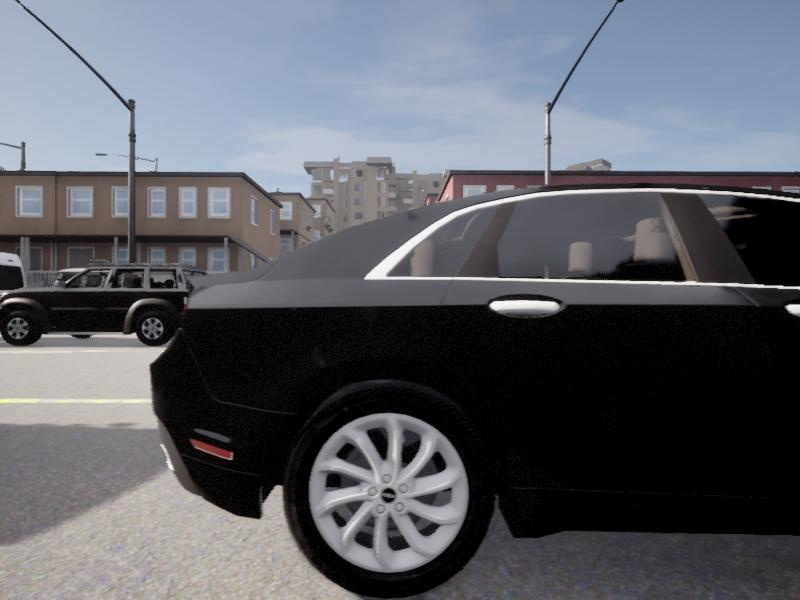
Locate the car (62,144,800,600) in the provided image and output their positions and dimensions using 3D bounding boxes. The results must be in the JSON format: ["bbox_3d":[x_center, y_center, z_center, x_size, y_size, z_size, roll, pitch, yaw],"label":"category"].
[{"bbox_3d":[1.355,0.245,2.197,4.892,1.490,1.837,0,0,1],"label":"car"}]

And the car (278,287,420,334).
[{"bbox_3d":[-1.480,0.306,12.719,4.181,1.385,1.994,0,0,1],"label":"car"}]

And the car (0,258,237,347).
[{"bbox_3d":[-6.479,0.047,9.278,4.605,1.855,1.932,0,0,1],"label":"car"}]

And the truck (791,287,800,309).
[{"bbox_3d":[46.320,-0.201,43.725,2.627,2.467,5.204,0,1,9],"label":"truck"}]

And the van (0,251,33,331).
[{"bbox_3d":[-15.647,-0.289,12.862,5.915,2.561,1.988,0,0,1],"label":"van"}]

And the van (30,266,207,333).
[{"bbox_3d":[-8.809,-0.012,12.795,4.442,1.987,1.775,0,0,1],"label":"van"}]
